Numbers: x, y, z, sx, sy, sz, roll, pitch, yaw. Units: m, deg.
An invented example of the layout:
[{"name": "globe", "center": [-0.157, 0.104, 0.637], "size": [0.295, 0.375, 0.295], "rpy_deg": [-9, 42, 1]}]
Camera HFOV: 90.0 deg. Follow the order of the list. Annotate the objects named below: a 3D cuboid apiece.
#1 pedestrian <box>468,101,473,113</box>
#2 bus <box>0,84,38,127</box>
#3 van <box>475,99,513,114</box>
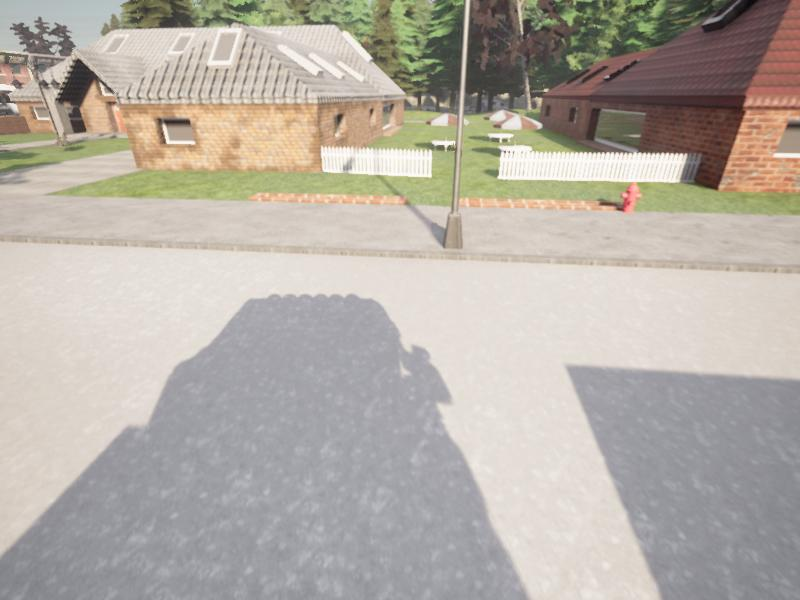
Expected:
[{"name": "pedestrian", "center": [12.385, -33.982, 70.437], "size": [0.751, 1.860, 0.751], "rpy_deg": [0, 27, 1]}, {"name": "bus", "center": [-47.072, -21.283, 43.826], "size": [3.944, 4.253, 10.273], "rpy_deg": [3, 27, 6]}, {"name": "van", "center": [17.385, -35.925, 74.330], "size": [6.366, 2.431, 2.351], "rpy_deg": [3, 27, 6]}]
